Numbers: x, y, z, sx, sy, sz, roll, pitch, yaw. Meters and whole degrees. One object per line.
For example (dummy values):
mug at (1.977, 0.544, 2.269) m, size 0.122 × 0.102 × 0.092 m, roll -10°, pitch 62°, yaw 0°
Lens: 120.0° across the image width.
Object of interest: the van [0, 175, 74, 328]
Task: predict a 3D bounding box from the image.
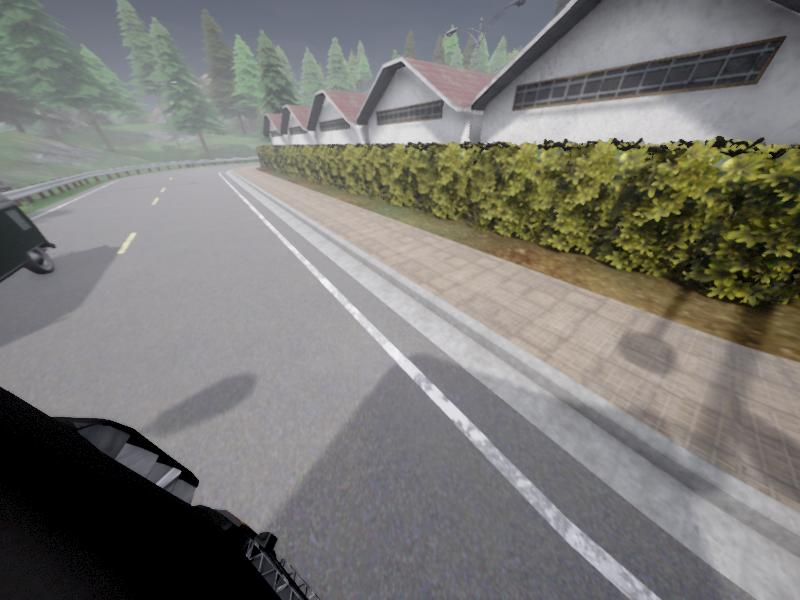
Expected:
van at (-7.260, -0.516, 3.088) m, size 1.775 × 1.987 × 4.442 m, roll -24°, pitch 40°, yaw -29°
